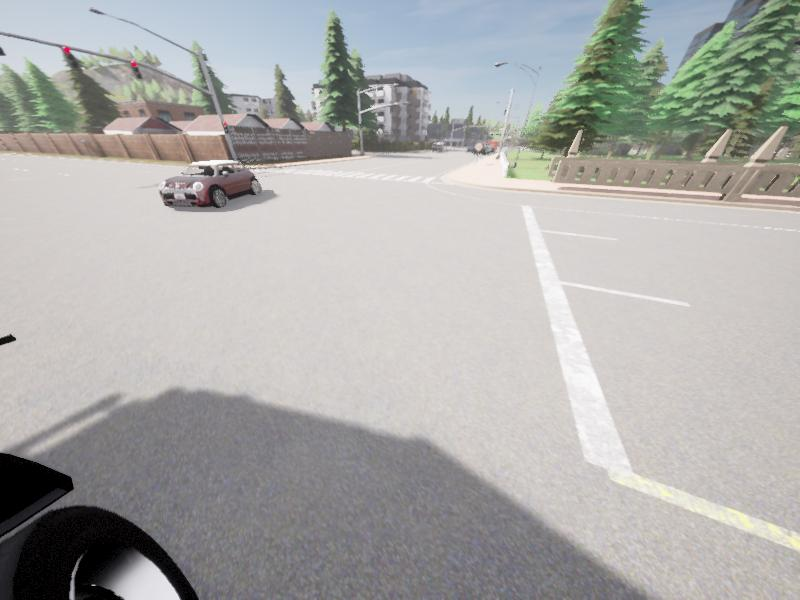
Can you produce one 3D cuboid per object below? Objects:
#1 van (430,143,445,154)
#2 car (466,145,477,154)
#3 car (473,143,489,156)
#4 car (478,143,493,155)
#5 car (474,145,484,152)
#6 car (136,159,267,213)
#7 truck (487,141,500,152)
[{"bbox_3d":[8.894,-35.766,54.307,2.069,2.038,4.480,14,37,19],"label":"van"},{"bbox_3d":[17.331,-36.516,56.001,1.789,1.549,3.705,14,37,19],"label":"car"},{"bbox_3d":[16.673,-30.911,47.421,2.150,2.045,5.566,14,37,19],"label":"car"},{"bbox_3d":[19.598,-34.680,52.951,2.150,2.045,5.566,14,37,19],"label":"car"},{"bbox_3d":[22.666,-43.391,66.062,1.801,1.575,5.366,14,37,19],"label":"car"},{"bbox_3d":[-7.896,-4.992,9.811,1.970,1.475,3.806,3,35,3],"label":"car"},{"bbox_3d":[27.686,-45.257,68.089,2.627,2.467,5.204,15,37,19],"label":"truck"}]
